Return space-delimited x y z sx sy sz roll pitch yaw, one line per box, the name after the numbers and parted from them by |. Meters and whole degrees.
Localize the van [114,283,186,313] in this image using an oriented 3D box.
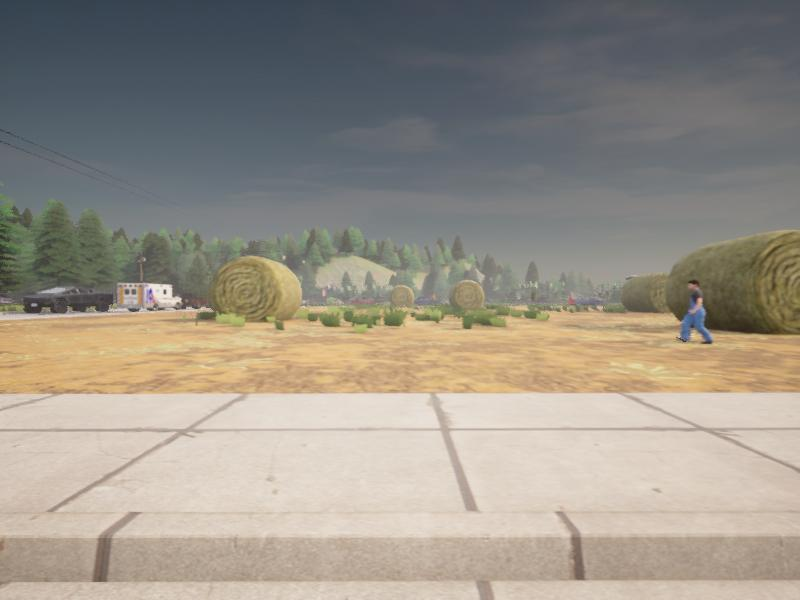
-22.140 -0.159 35.829 2.351 2.431 6.366 0 0 1 | van

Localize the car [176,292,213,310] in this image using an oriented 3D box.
-22.020 0.109 43.019 1.905 1.878 3.866 0 0 1 | car

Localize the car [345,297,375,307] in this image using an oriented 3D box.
-5.850 0.256 59.301 4.193 1.474 1.816 0 0 4 | car

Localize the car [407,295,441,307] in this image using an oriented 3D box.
3.467 0.166 58.686 4.856 1.649 2.033 0 0 4 | car

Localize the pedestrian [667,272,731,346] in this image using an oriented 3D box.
5.580 0.157 7.519 0.751 1.300 0.751 0 0 17 | pedestrian

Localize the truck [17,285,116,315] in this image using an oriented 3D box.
-25.686 0.012 31.280 2.390 2.098 6.274 0 0 1 | truck

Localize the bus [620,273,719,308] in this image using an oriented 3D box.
35.598 -1.195 53.199 10.273 4.253 3.944 -1 0 4 | bus

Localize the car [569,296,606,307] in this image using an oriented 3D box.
25.178 0.206 53.766 4.193 1.474 1.816 0 0 4 | car

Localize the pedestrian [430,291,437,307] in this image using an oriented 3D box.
4.118 -0.129 49.451 0.751 1.860 0.751 0 0 9 | pedestrian

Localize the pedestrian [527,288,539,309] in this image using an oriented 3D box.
12.007 -0.140 36.025 0.751 1.860 0.751 0 0 45 | pedestrian

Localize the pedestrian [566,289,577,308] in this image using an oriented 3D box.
16.959 -0.151 39.617 0.751 1.860 0.751 0 0 -35 | pedestrian
